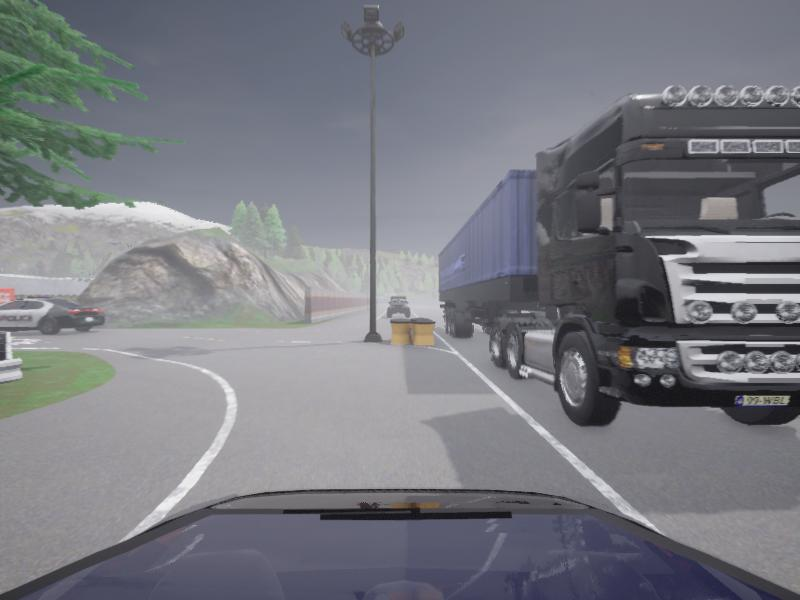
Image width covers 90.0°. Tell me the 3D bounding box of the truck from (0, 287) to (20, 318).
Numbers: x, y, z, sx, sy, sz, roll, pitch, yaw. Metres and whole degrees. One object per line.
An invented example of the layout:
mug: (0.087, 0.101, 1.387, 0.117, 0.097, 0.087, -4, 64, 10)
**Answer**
truck: (-33.623, 0.295, 31.236, 2.627, 2.467, 5.204, 0, 3, 4)

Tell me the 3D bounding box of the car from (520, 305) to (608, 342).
car: (6.928, 0.925, 17.502, 1.895, 1.301, 4.718, 0, 0, 0)

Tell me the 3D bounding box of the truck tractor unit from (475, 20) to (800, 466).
truck tractor unit: (3.459, -0.529, 7.026, 3.053, 4.208, 6.516, 0, 0, 0)

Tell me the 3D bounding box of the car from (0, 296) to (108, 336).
car: (-15.376, 0.619, 16.621, 4.974, 1.542, 2.038, 0, 0, 0)

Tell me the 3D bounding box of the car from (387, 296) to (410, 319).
car: (-0.125, 0.614, 34.981, 1.905, 1.878, 3.866, 0, 0, 0)

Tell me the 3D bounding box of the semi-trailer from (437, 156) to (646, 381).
semi-trailer: (3.429, -0.633, 14.941, 2.717, 4.402, 14.254, 0, 0, 0)
